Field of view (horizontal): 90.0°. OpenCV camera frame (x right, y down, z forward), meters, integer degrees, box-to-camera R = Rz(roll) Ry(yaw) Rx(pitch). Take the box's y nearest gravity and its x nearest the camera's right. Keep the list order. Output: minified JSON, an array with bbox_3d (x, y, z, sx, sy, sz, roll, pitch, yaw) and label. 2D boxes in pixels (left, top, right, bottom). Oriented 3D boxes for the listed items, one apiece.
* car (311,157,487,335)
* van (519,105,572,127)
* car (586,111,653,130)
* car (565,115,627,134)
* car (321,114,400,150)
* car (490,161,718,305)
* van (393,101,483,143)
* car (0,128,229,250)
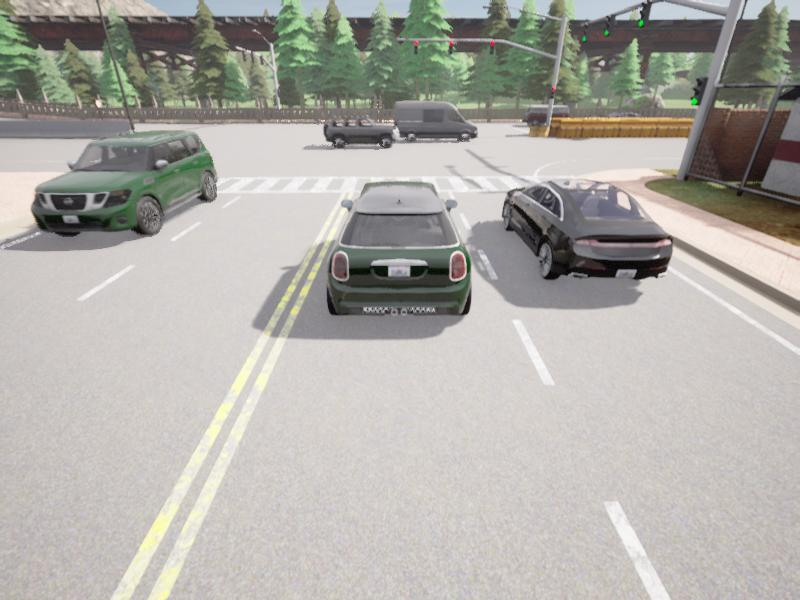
[{"bbox_3d":[-0.013,-1.335,7.210,2.097,1.767,4.553,0,27,0],"label":"car"},{"bbox_3d":[14.740,-18.735,40.753,4.442,1.987,1.775,-1,27,-2],"label":"van"},{"bbox_3d":[20.687,-17.010,37.925,4.902,1.511,2.128,-1,27,-2],"label":"car"},{"bbox_3d":[16.943,-15.285,34.734,4.181,1.385,1.994,-1,27,-2],"label":"car"},{"bbox_3d":[-2.360,-10.404,24.710,4.605,1.855,1.932,-1,27,-2],"label":"car"},{"bbox_3d":[3.489,-1.713,8.253,2.128,1.511,4.902,0,27,0],"label":"car"},{"bbox_3d":[2.473,-12.373,27.809,5.915,2.561,1.988,-1,27,-2],"label":"van"},{"bbox_3d":[-6.890,-3.266,10.679,2.150,2.045,5.566,0,27,0],"label":"car"}]
